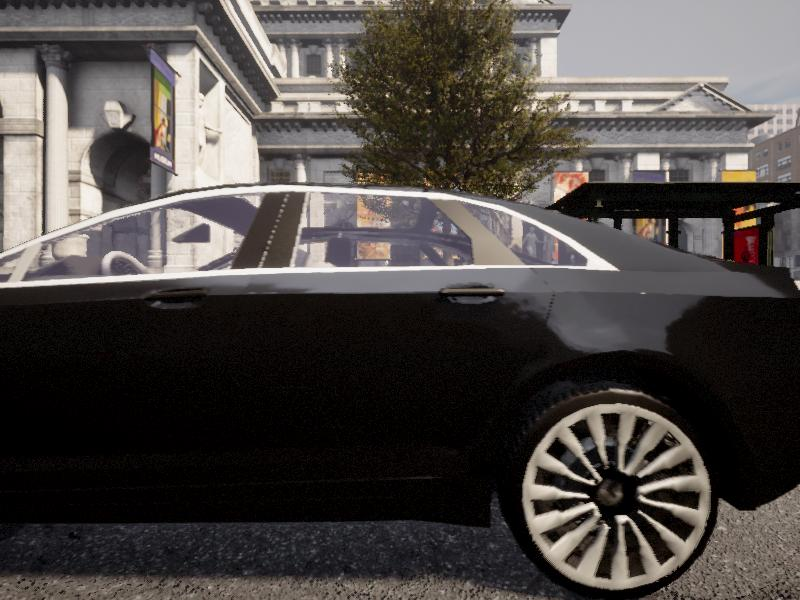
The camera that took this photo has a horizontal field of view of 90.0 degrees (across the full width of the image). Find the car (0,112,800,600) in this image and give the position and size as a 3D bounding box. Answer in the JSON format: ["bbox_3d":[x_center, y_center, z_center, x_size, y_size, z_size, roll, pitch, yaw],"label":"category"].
[{"bbox_3d":[-0.691,0.235,2.205,4.902,1.511,2.128,0,0,1],"label":"car"}]
